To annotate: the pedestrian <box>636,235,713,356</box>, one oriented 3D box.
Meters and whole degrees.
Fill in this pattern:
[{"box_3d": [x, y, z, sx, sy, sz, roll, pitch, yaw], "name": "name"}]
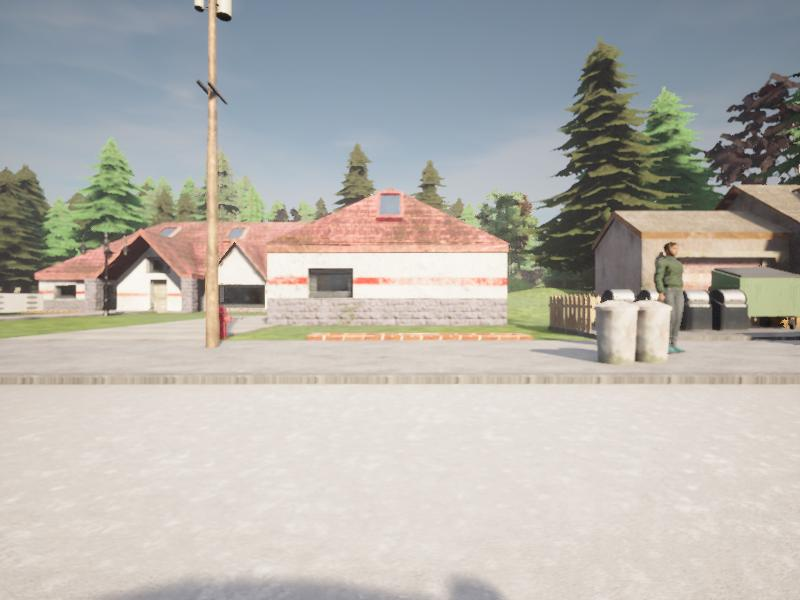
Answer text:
[{"box_3d": [4.522, -0.067, 6.623, 0.751, 1.860, 0.751, 0, 0, -14], "name": "pedestrian"}]
